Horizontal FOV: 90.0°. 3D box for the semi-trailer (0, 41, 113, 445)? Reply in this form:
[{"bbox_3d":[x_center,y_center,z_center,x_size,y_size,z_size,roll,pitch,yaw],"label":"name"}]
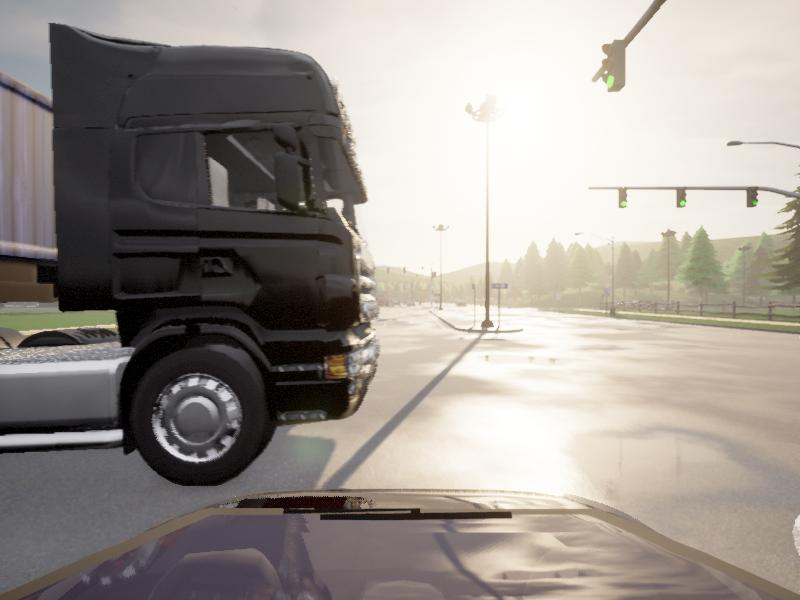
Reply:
[{"bbox_3d":[-11.473,-0.621,4.810,14.254,4.402,2.717,0,0,1],"label":"semi-trailer"}]

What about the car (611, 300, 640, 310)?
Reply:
[{"bbox_3d":[38.556,0.811,68.543,3.988,1.617,1.851,0,0,1],"label":"car"}]

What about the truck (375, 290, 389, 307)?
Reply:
[{"bbox_3d":[-4.216,-0.342,95.821,2.891,3.827,8.468,0,0,1],"label":"truck"}]

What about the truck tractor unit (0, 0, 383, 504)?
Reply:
[{"bbox_3d":[-3.559,-0.526,4.659,6.516,4.208,3.053,0,0,1],"label":"truck tractor unit"}]
